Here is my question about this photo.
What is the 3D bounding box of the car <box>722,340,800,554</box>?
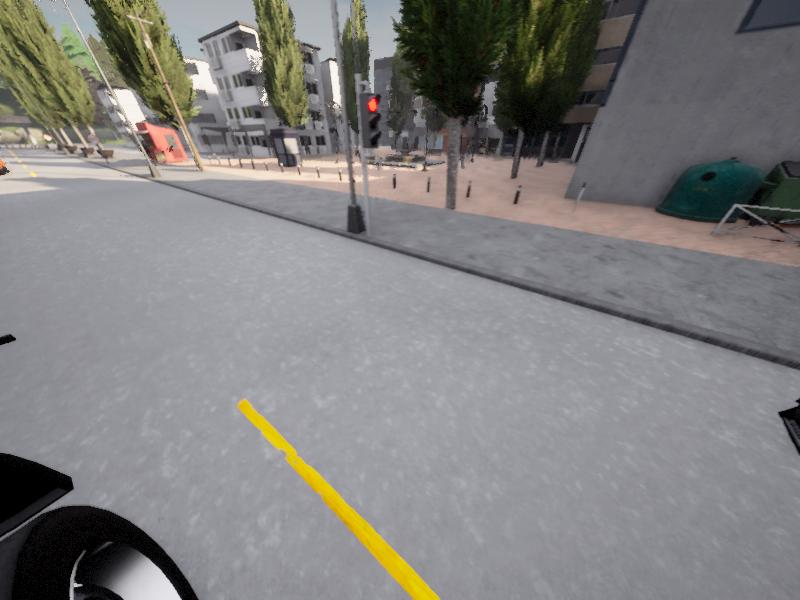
[{"bbox_3d":[4.747,1.623,0.320,4.514,1.525,2.007,22,41,28],"label":"car"}]

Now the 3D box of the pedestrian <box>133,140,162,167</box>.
[{"bbox_3d":[-21.143,-12.280,19.358,0.751,1.860,0.751,17,39,22],"label":"pedestrian"}]

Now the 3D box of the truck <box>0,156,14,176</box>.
[{"bbox_3d":[-29.000,-9.660,15.300,5.204,2.467,2.627,21,40,29],"label":"truck"}]

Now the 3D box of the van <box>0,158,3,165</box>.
[{"bbox_3d":[-39.919,-14.140,21.499,5.915,2.561,1.988,22,40,28],"label":"van"}]
